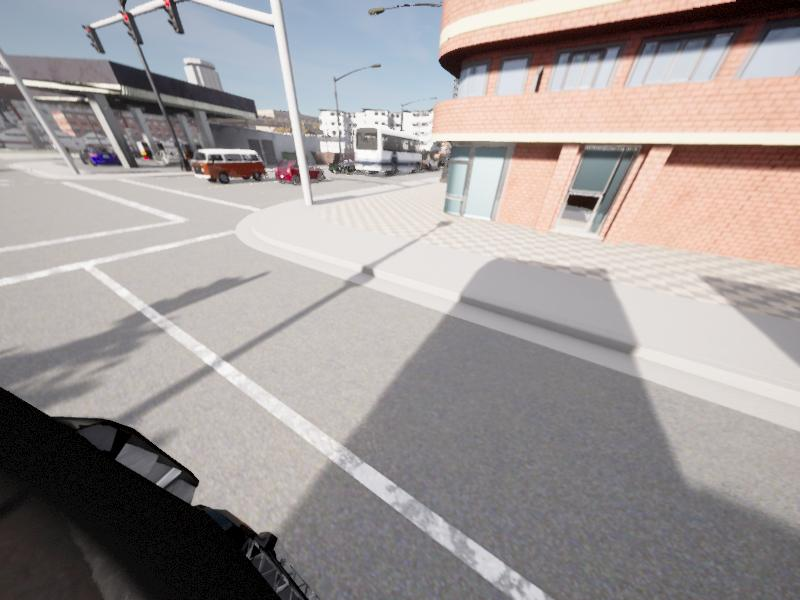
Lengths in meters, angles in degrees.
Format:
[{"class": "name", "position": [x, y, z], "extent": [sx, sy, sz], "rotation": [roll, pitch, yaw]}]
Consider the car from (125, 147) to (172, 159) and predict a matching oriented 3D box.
[{"class": "car", "position": [-42.059, -24.688, 38.866], "extent": [1.930, 1.638, 5.238], "rotation": [5, 32, 4]}]

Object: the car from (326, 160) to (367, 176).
[{"class": "car", "position": [-5.915, -15.001, 26.150], "extent": [1.895, 1.301, 4.718], "rotation": [18, 36, 23]}]

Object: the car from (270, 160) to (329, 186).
[{"class": "car", "position": [-7.489, -9.774, 17.616], "extent": [1.845, 1.501, 3.633], "rotation": [18, 36, 23]}]

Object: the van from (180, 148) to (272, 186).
[{"class": "van", "position": [-12.097, -9.582, 16.556], "extent": [2.069, 2.038, 4.480], "rotation": [18, 36, 23]}]

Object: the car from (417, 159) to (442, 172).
[{"class": "car", "position": [4.609, -20.927, 35.894], "extent": [2.038, 1.542, 4.974], "rotation": [17, 35, 22]}]

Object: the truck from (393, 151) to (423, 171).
[{"class": "truck", "position": [1.323, -22.256, 36.922], "extent": [2.627, 2.467, 5.204], "rotation": [18, 35, 23]}]

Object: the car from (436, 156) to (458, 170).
[{"class": "car", "position": [8.523, -24.737, 41.646], "extent": [2.150, 2.045, 5.566], "rotation": [17, 35, 22]}]

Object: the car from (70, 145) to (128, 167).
[{"class": "car", "position": [-30.515, -14.590, 23.437], "extent": [4.611, 1.667, 2.242], "rotation": [19, 36, 24]}]

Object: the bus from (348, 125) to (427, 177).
[{"class": "bus", "position": [-0.999, -17.106, 26.991], "extent": [3.944, 4.253, 10.273], "rotation": [18, 35, 24]}]

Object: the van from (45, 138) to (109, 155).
[{"class": "van", "position": [-60.965, -29.030, 43.804], "extent": [2.351, 2.431, 6.366], "rotation": [19, 36, 24]}]

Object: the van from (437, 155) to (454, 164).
[{"class": "van", "position": [13.893, -42.765, 70.345], "extent": [4.480, 2.038, 2.069], "rotation": [19, 36, 24]}]

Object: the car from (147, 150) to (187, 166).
[{"class": "car", "position": [-28.296, -17.264, 28.078], "extent": [3.806, 1.475, 1.970], "rotation": [19, 36, 24]}]

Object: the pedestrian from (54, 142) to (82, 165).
[{"class": "pedestrian", "position": [-31.961, -14.081, 22.261], "extent": [0.751, 1.860, 0.751], "rotation": [18, 36, 24]}]
